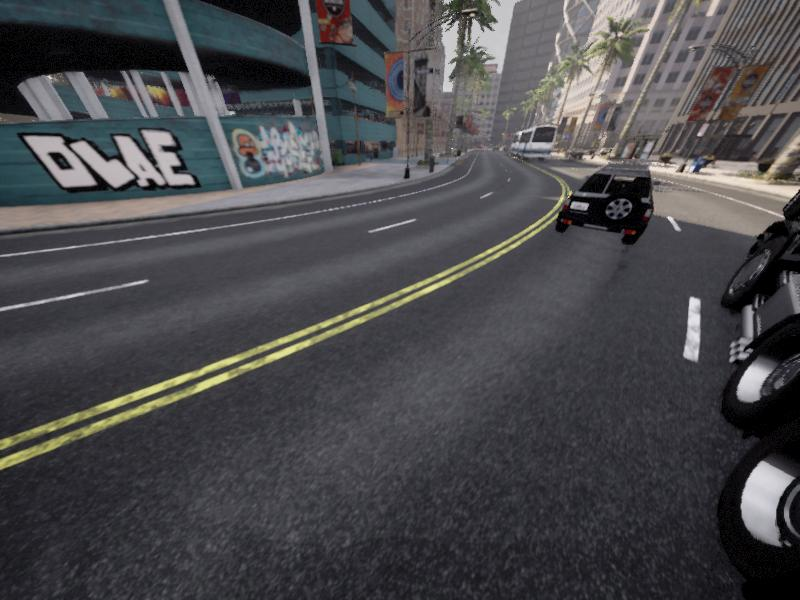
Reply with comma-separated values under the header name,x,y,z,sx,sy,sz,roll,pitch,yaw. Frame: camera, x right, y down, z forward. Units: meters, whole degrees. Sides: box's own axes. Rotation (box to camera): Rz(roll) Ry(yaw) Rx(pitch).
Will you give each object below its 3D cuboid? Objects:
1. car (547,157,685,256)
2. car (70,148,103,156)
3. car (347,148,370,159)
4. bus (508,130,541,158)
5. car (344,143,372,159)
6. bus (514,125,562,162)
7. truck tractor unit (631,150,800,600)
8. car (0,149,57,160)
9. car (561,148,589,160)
name,x,y,z,sx,sy,sz,roll,pitch,yaw
car,6.541,-3.186,7.112,1.932,1.855,4.605,27,43,33
car,-70.181,-33.145,51.755,1.845,1.501,3.633,10,35,14
car,-7.081,-25.505,40.171,2.007,1.523,4.514,9,35,14
bus,25.485,-32.567,48.135,3.944,4.253,10.273,9,36,14
car,-7.099,-25.798,39.904,2.435,2.045,5.566,9,35,14
bus,21.470,-24.968,36.960,3.944,4.253,10.273,9,35,13
truck tractor unit,4.899,-0.468,1.035,6.516,4.208,3.053,-26,42,-32
car,-69.586,-27.381,43.397,2.033,1.411,5.357,10,35,14
car,28.495,-23.925,37.821,2.231,1.521,4.892,9,35,14
